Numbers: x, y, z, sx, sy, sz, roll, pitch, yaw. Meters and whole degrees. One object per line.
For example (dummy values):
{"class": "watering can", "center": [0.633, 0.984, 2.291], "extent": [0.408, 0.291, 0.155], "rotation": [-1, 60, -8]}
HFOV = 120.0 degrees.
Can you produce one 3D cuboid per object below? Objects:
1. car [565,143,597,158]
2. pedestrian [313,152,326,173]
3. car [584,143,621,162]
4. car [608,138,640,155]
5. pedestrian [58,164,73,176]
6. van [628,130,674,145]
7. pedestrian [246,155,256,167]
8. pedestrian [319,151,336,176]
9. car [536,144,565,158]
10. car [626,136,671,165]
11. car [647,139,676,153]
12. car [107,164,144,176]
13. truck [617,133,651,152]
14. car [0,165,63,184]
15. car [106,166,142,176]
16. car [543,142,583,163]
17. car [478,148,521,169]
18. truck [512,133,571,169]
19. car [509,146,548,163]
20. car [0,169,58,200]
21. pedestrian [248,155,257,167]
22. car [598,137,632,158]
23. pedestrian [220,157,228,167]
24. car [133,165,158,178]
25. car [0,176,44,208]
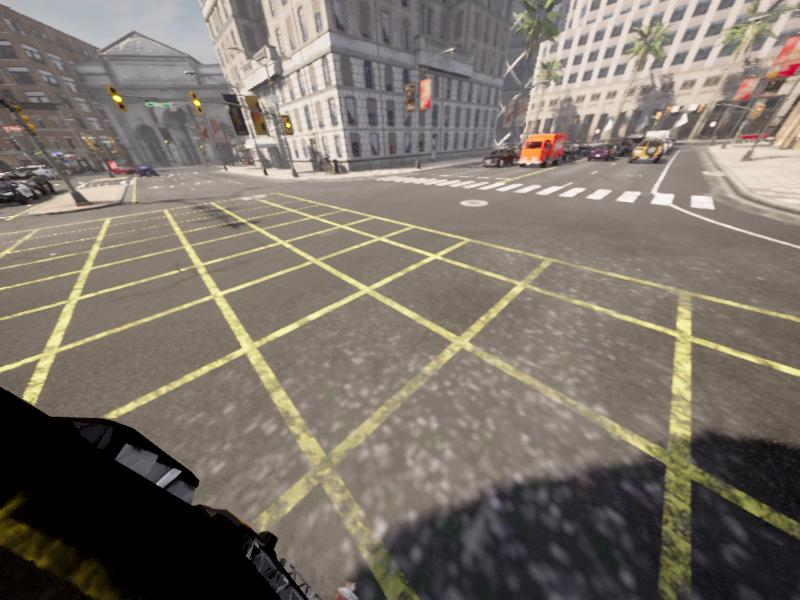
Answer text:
{"class": "car", "center": [23.459, -19.345, 29.850], "extent": [4.181, 1.385, 1.994], "rotation": [-29, 42, -33]}
{"class": "pedestrian", "center": [-8.331, -14.254, 23.955], "extent": [0.751, 1.860, 0.751], "rotation": [-19, 37, -23]}
{"class": "car", "center": [20.854, -15.177, 23.712], "extent": [4.193, 1.474, 1.816], "rotation": [-30, 42, -34]}
{"class": "car", "center": [29.957, -20.530, 30.870], "extent": [5.238, 1.638, 1.930], "rotation": [-30, 42, -34]}
{"class": "pedestrian", "center": [-65.270, -25.402, 45.135], "extent": [0.751, 1.860, 0.751], "rotation": [-28, 41, -33]}
{"class": "van", "center": [56.918, -36.892, 52.558], "extent": [2.351, 2.431, 6.366], "rotation": [-30, 42, -34]}
{"class": "pedestrian", "center": [-27.350, -25.557, 42.390], "extent": [0.751, 1.860, 0.751], "rotation": [26, 44, 36]}
{"class": "pedestrian", "center": [-6.591, -12.392, 21.027], "extent": [0.751, 1.860, 0.751], "rotation": [15, 38, 24]}
{"class": "car", "center": [20.690, -20.471, 31.755], "extent": [4.181, 1.385, 1.994], "rotation": [-30, 42, -35]}
{"class": "car", "center": [21.923, -13.240, 20.365], "extent": [1.932, 1.855, 4.605], "rotation": [27, 44, 37]}
{"class": "car", "center": [34.293, -20.145, 30.265], "extent": [4.718, 1.301, 1.895], "rotation": [-30, 42, -34]}
{"class": "car", "center": [-50.660, -24.169, 42.797], "extent": [4.193, 1.474, 1.816], "rotation": [-30, 42, -34]}
{"class": "truck", "center": [35.809, -24.095, 35.341], "extent": [6.274, 2.098, 2.390], "rotation": [-30, 42, -34]}
{"class": "car", "center": [-58.289, -19.674, 36.159], "extent": [5.566, 2.045, 2.150], "rotation": [-20, 37, -24]}
{"class": "car", "center": [-46.955, -21.935, 39.327], "extent": [4.718, 1.301, 1.895], "rotation": [9, 35, 17]}
{"class": "car", "center": [18.106, -16.384, 25.587], "extent": [5.238, 1.638, 1.930], "rotation": [-30, 42, -34]}
{"class": "car", "center": [10.136, -14.383, 23.347], "extent": [4.892, 1.490, 1.837], "rotation": [-30, 42, -35]}
{"class": "truck", "center": [13.060, -13.788, 21.345], "extent": [2.627, 2.467, 5.204], "rotation": [27, 44, 37]}
{"class": "car", "center": [15.349, -17.399, 27.548], "extent": [5.357, 1.411, 2.033], "rotation": [-30, 42, -34]}
{"class": "car", "center": [-31.602, -9.855, 19.490], "extent": [1.932, 1.855, 4.605], "rotation": [-30, 42, -34]}
{"class": "pedestrian", "center": [-25.636, -24.174, 40.182], "extent": [0.751, 1.860, 0.751], "rotation": [-20, 37, -24]}
{"class": "car", "center": [25.100, -17.807, 26.944], "extent": [3.866, 1.878, 1.905], "rotation": [-30, 42, -34]}
{"class": "pedestrian", "center": [-39.138, -30.777, 51.414], "extent": [0.751, 1.860, 0.751], "rotation": [-21, 38, -25]}
{"class": "car", "center": [-38.284, -19.423, 34.749], "extent": [4.674, 1.442, 1.812], "rotation": [26, 43, 36]}
{"class": "car", "center": [-27.222, -7.392, 15.769], "extent": [2.038, 1.542, 4.974], "rotation": [-30, 42, -35]}
